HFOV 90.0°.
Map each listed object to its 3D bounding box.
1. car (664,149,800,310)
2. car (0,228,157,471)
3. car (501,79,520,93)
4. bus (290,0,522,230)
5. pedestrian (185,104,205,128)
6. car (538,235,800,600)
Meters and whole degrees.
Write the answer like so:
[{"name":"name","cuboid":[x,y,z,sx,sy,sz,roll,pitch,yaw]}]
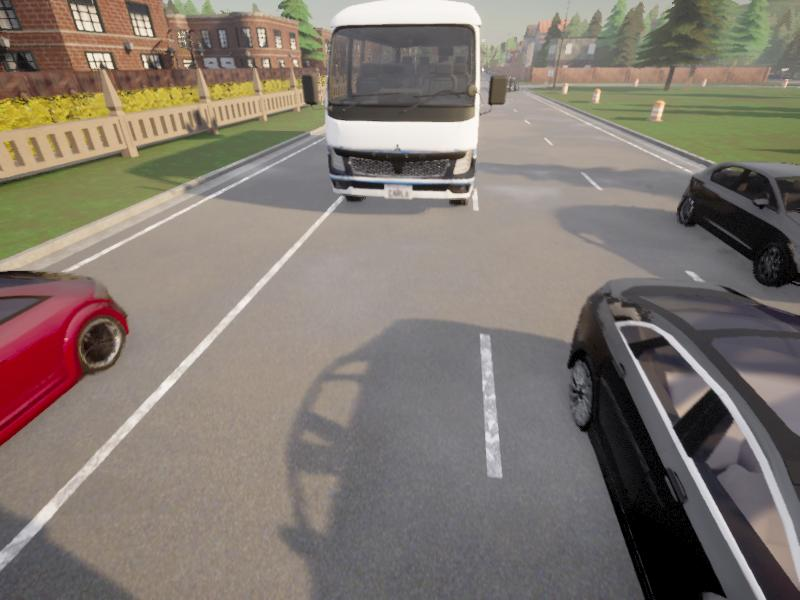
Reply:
[{"name":"car","cuboid":[6.759,-1.499,7.049,1.816,1.474,4.193,4,31,7]},{"name":"car","cuboid":[-4.469,0.831,3.232,1.994,1.385,4.181,4,31,7]},{"name":"car","cuboid":[14.263,-27.790,51.864,1.970,1.475,3.806,5,31,8]},{"name":"bus","cuboid":[0.764,-6.034,12.069,3.944,4.253,10.273,4,31,7]},{"name":"pedestrian","cuboid":[-10.833,-9.721,21.180,0.500,1.100,0.500,4,31,7]},{"name":"car","cuboid":[2.401,1.291,2.273,2.128,1.511,4.902,4,31,7]}]
